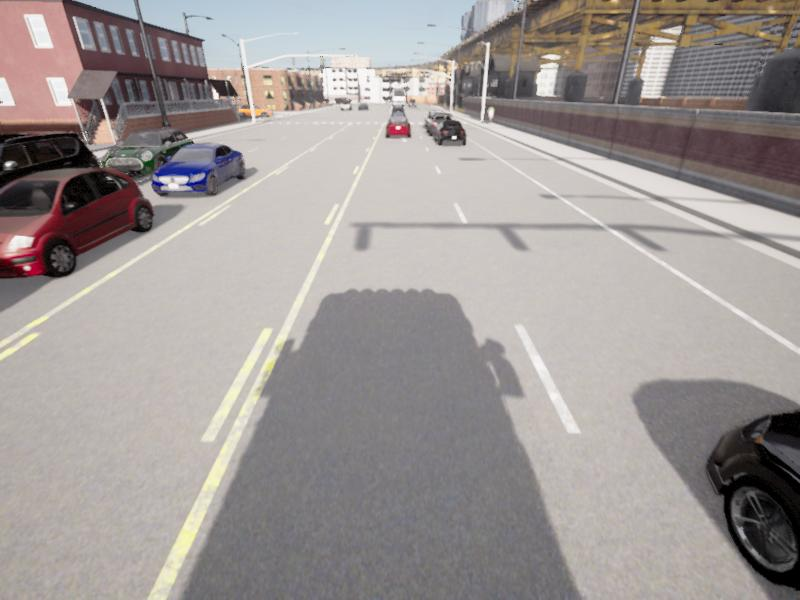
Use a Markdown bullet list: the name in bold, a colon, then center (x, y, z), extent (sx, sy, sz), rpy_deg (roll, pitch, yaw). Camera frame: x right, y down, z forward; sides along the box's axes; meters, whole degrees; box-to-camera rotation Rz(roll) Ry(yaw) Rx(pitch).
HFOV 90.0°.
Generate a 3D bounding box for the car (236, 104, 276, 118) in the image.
- **car**: center (-20.054, -26.380, 55.832), extent (4.553, 1.767, 2.097), rpy_deg (-1, 27, -1)

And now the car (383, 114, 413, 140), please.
- **car**: center (-0.130, -13.680, 31.492), extent (2.163, 1.488, 4.792), rpy_deg (0, 27, 0)

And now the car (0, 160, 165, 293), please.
- **car**: center (-7.033, -1.755, 8.263), extent (1.851, 1.617, 3.988), rpy_deg (0, 27, 0)

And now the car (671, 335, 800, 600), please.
- **car**: center (3.498, 1.843, 1.514), extent (1.994, 1.385, 4.181), rpy_deg (0, 27, 0)

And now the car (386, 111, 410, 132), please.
- **car**: center (-0.157, -16.838, 37.581), extent (2.128, 1.511, 4.902), rpy_deg (0, 27, 0)

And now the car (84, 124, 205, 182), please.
- **car**: center (-10.569, -6.418, 17.108), extent (2.097, 1.767, 4.553), rpy_deg (0, 27, 0)

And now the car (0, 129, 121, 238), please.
- **car**: center (-10.521, -3.214, 10.623), extent (2.150, 2.045, 5.566), rpy_deg (0, 27, 0)

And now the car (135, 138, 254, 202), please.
- **car**: center (-7.048, -4.828, 14.398), extent (1.812, 1.442, 4.674), rpy_deg (0, 27, 0)

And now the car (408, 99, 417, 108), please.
- **car**: center (3.082, -48.672, 98.882), extent (1.905, 1.878, 3.866), rpy_deg (0, 27, 0)

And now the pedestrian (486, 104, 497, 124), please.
- **pedestrian**: center (9.425, -19.233, 41.426), extent (0.751, 1.860, 0.751), rpy_deg (-1, 27, -2)

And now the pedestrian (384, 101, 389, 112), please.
- **pedestrian**: center (-2.444, -35.161, 72.671), extent (0.751, 1.860, 0.751), rpy_deg (-3, 27, -6)

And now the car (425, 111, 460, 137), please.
- **car**: center (3.367, -14.385, 32.640), extent (2.242, 1.667, 4.611), rpy_deg (0, 27, 0)

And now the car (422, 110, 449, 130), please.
- **car**: center (3.339, -17.429, 38.716), extent (2.128, 1.511, 4.902), rpy_deg (0, 27, 0)

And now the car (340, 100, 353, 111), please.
- **car**: center (-10.842, -39.302, 80.759), extent (1.932, 1.855, 4.605), rpy_deg (0, 27, 0)

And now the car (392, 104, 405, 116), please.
- **car**: center (-0.263, -29.742, 62.565), extent (1.882, 1.535, 5.008), rpy_deg (0, 27, 0)

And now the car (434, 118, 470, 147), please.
- **car**: center (3.388, -11.376, 27.055), extent (1.812, 1.442, 4.674), rpy_deg (0, 27, 0)
